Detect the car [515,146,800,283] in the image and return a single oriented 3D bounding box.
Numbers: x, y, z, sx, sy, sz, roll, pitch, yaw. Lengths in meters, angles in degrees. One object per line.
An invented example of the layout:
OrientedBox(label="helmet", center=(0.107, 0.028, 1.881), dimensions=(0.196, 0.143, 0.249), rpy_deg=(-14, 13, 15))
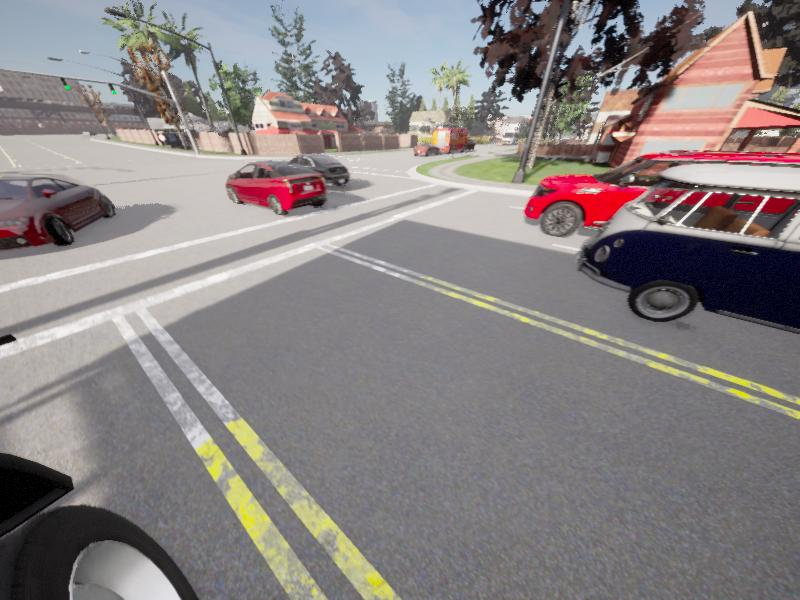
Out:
OrientedBox(label="car", center=(6.324, -2.493, 5.725), dimensions=(5.566, 2.045, 2.150), rpy_deg=(22, 41, 28))

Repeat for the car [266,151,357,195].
OrientedBox(label="car", center=(-4.768, -6.924, 12.364), dimensions=(4.892, 1.490, 1.837), rpy_deg=(24, 42, 29))

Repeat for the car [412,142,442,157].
OrientedBox(label="car", center=(3.951, -21.640, 33.179), dimensions=(2.152, 1.651, 5.027), rpy_deg=(21, 40, 26))

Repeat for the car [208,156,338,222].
OrientedBox(label="car", center=(-4.760, -4.347, 8.688), dimensions=(4.514, 1.525, 2.007), rpy_deg=(22, 41, 28))

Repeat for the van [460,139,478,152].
OrientedBox(label="van", center=(13.422, -30.184, 45.058), dimensions=(1.775, 1.987, 4.442), rpy_deg=(19, 39, 25))

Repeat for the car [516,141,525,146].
OrientedBox(label="car", center=(41.903, -54.530, 80.410), dimensions=(1.895, 1.301, 4.718), rpy_deg=(21, 40, 27))

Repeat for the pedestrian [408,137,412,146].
OrientedBox(label="pedestrian", center=(2.572, -40.194, 58.688), dimensions=(0.751, 1.860, 0.751), rpy_deg=(21, 40, 27))

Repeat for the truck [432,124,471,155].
OrientedBox(label="truck", center=(8.641, -26.618, 38.368), dimensions=(2.891, 3.827, 8.468), rpy_deg=(21, 40, 27))

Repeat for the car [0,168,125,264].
OrientedBox(label="car", center=(-9.701, -2.347, 5.942), dimensions=(1.994, 1.385, 4.181), rpy_deg=(-17, 39, -23))

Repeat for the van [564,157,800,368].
OrientedBox(label="van", center=(5.138, -0.499, 2.941), dimensions=(4.442, 1.987, 1.775), rpy_deg=(22, 41, 28))

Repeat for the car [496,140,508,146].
OrientedBox(label="car", center=(32.832, -50.403, 74.269), dimensions=(1.801, 1.575, 5.366), rpy_deg=(21, 40, 27))

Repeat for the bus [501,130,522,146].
OrientedBox(label="bus", center=(39.344, -57.044, 81.384), dimensions=(3.944, 4.253, 10.273), rpy_deg=(21, 40, 27))
